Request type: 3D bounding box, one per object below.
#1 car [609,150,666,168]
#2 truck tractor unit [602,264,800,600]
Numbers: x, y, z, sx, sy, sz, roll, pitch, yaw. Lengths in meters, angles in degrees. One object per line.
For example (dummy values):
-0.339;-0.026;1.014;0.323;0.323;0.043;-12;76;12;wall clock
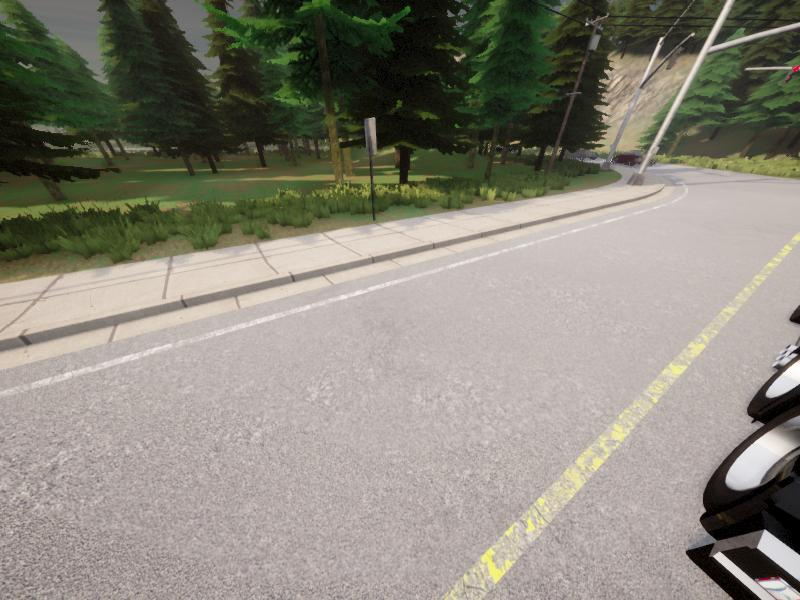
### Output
25.070;-15.098;24.659;1.994;1.385;4.181;4;35;5;car
5.109;-0.303;0.781;6.516;4.208;3.053;-18;39;-24;truck tractor unit
